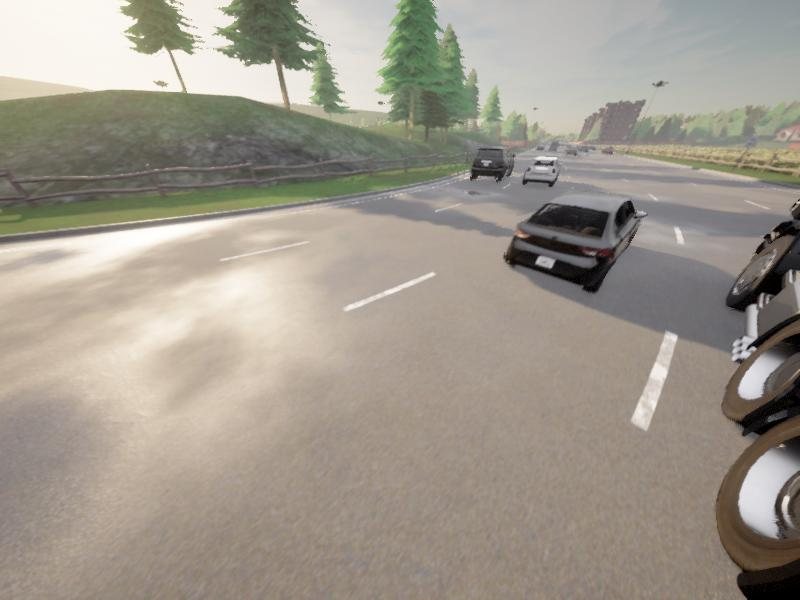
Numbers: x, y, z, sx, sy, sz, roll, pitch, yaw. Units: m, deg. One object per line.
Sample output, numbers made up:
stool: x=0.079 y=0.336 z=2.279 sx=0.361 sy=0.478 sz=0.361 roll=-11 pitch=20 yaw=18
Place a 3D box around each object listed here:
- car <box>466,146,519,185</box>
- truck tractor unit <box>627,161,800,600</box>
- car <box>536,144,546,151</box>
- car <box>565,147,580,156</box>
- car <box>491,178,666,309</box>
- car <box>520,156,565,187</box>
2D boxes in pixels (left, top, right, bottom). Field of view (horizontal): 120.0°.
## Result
car: x=6.883 y=-9.995 z=16.868 sx=2.150 sy=2.045 sz=5.566 roll=18 pitch=38 yaw=24
truck tractor unit: x=4.924 y=-0.452 z=1.010 sx=6.516 sy=4.208 sz=3.053 roll=-25 pitch=42 yaw=-32
car: x=44.837 y=-48.467 z=73.403 sx=1.930 sy=1.638 sz=5.238 roll=17 pitch=38 yaw=23
car: x=36.030 y=-31.204 z=48.417 sx=2.033 sy=1.411 sz=5.357 roll=17 pitch=38 yaw=24
car: x=4.096 y=-1.650 z=5.190 sx=4.193 sy=1.474 sz=1.816 roll=-28 pitch=44 yaw=-35
car: x=9.636 y=-8.738 z=15.537 sx=1.970 sy=1.475 sz=3.806 roll=19 pitch=39 yaw=26
